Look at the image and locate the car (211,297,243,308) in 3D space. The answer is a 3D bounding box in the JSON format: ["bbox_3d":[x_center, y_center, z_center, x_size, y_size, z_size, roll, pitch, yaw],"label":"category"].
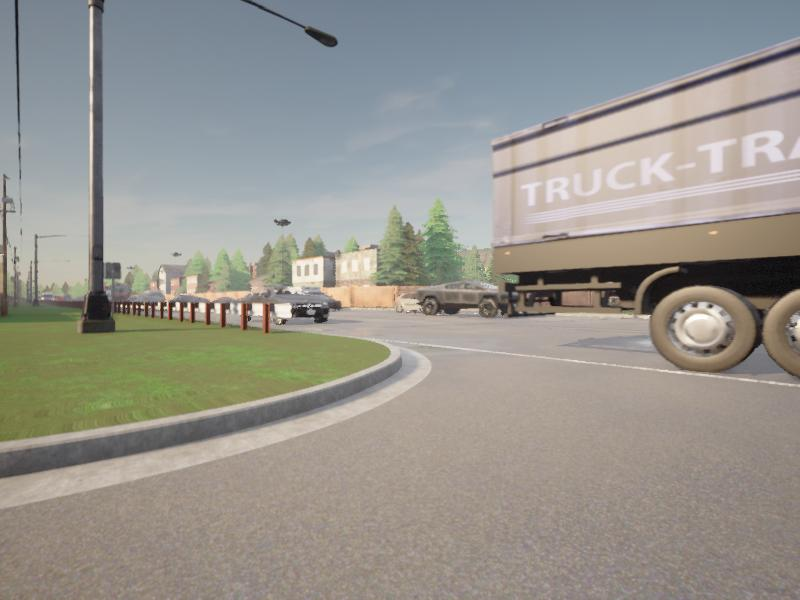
[{"bbox_3d":[-21.906,0.306,50.497,2.033,1.411,5.357,0,0,-43],"label":"car"}]

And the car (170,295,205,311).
[{"bbox_3d":[-20.886,0.256,39.228,1.837,1.490,4.892,0,0,-43],"label":"car"}]

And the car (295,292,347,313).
[{"bbox_3d":[-6.952,0.175,34.672,1.930,1.638,5.238,0,0,-43],"label":"car"}]

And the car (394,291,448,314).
[{"bbox_3d":[1.531,0.189,30.787,1.851,1.617,3.988,0,0,-43],"label":"car"}]

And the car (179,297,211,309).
[{"bbox_3d":[-24.863,0.307,48.531,2.033,1.411,5.357,0,0,-43],"label":"car"}]

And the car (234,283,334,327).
[{"bbox_3d":[-5.214,0.183,17.543,2.152,1.651,5.027,0,0,-43],"label":"car"}]

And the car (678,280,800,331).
[{"bbox_3d":[12.443,0.183,14.140,1.851,1.617,3.988,0,0,-43],"label":"car"}]

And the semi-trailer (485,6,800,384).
[{"bbox_3d":[7.624,-1.220,3.584,2.717,4.402,14.254,0,0,-45],"label":"semi-trailer"}]

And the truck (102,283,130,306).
[{"bbox_3d":[-49.237,-0.900,69.228,2.891,3.827,8.468,0,0,-43],"label":"truck"}]

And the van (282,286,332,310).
[{"bbox_3d":[-10.132,-0.216,43.130,2.351,2.431,6.366,0,0,-43],"label":"van"}]

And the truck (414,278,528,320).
[{"bbox_3d":[3.906,-0.058,23.176,2.390,2.098,6.274,0,0,-43],"label":"truck"}]

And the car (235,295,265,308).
[{"bbox_3d":[-20.304,0.182,53.900,1.930,1.638,5.238,0,0,-43],"label":"car"}]

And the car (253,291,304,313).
[{"bbox_3d":[-10.041,0.162,32.843,2.242,1.667,4.611,0,0,-43],"label":"car"}]

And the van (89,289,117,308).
[{"bbox_3d":[-41.830,-0.206,56.296,2.351,2.431,6.366,0,0,-43],"label":"van"}]

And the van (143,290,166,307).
[{"bbox_3d":[-39.127,-0.280,63.625,1.988,2.561,5.915,0,0,-43],"label":"van"}]

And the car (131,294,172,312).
[{"bbox_3d":[-22.079,0.262,35.394,2.163,1.488,4.792,0,0,-43],"label":"car"}]
